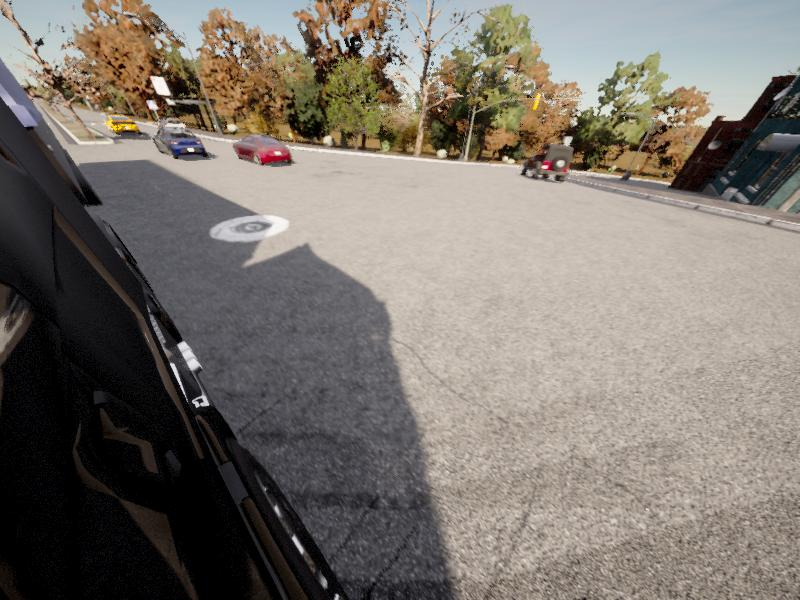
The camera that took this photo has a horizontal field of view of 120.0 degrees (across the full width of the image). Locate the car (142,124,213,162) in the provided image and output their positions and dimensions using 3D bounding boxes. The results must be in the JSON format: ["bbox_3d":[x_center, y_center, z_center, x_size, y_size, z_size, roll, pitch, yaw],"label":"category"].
[{"bbox_3d":[-13.683,-9.750,14.220,4.193,1.474,1.816,29,45,28],"label":"car"}]

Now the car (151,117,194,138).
[{"bbox_3d":[-22.349,-16.957,22.709,3.633,1.501,1.845,29,45,29],"label":"car"}]

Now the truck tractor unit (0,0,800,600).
[{"bbox_3d":[-2.645,-0.295,0.352,6.516,4.208,3.053,28,44,30],"label":"truck tractor unit"}]

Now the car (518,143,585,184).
[{"bbox_3d":[9.630,-9.021,15.190,1.905,1.878,3.866,9,34,3],"label":"car"}]

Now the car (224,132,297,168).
[{"bbox_3d":[-8.480,-9.235,14.076,4.181,1.385,1.994,29,44,29],"label":"car"}]

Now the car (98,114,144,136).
[{"bbox_3d":[-28.103,-17.691,23.273,5.008,1.535,1.882,29,45,29],"label":"car"}]

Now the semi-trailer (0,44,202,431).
[{"bbox_3d":[-8.720,-3.585,4.216,14.254,4.402,2.717,28,44,30],"label":"semi-trailer"}]
